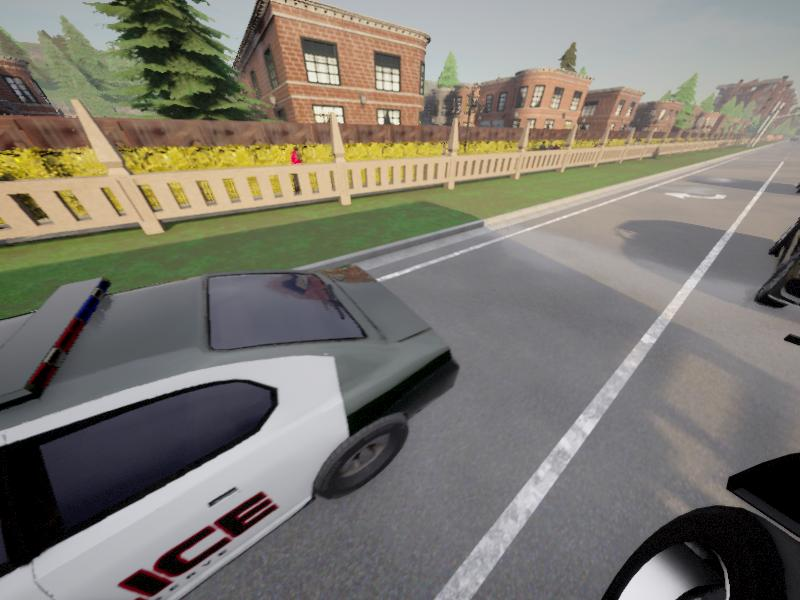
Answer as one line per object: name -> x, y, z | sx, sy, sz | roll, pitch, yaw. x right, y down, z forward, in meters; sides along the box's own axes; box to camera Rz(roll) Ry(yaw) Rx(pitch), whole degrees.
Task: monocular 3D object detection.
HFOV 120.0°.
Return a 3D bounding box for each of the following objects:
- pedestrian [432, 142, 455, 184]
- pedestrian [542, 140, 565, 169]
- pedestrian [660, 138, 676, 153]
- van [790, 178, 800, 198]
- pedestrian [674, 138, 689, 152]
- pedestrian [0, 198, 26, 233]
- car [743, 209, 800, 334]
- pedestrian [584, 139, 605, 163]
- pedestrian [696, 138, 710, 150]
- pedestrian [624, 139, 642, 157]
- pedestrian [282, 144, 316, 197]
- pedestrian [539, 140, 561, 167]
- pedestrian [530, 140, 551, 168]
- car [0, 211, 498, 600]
pedestrian -> 2.319, -7.418, 12.525 | 0.751, 1.860, 0.751 | -22, 41, -28
pedestrian -> 11.930, -11.305, 17.990 | 0.751, 1.860, 0.751 | -23, 41, -29
pedestrian -> 41.335, -23.805, 35.580 | 0.751, 1.860, 0.751 | -22, 41, -28
van -> 19.985, -5.810, 10.334 | 4.442, 1.987, 1.775 | -22, 41, -28
pedestrian -> 46.763, -25.828, 38.426 | 0.751, 1.860, 0.751 | -22, 41, -28
pedestrian -> -11.163, -2.670, 5.858 | 0.751, 1.860, 0.751 | -21, 40, -27
car -> 7.987, -0.772, 3.563 | 5.027, 1.651, 2.152 | -22, 41, -28
pedestrian -> 18.982, -14.571, 22.588 | 0.751, 1.860, 0.751 | -24, 41, -29
pedestrian -> 57.691, -29.806, 44.011 | 0.751, 1.860, 0.751 | -21, 40, -27
pedestrian -> 28.495, -18.629, 28.297 | 0.751, 1.860, 0.751 | -23, 41, -28
pedestrian -> -4.277, -5.502, 9.841 | 0.751, 1.860, 0.751 | -22, 41, -28
pedestrian -> 12.355, -12.067, 19.070 | 0.751, 1.860, 0.751 | -25, 42, -31
pedestrian -> 11.377, -11.836, 18.747 | 0.751, 1.860, 0.751 | 25, 43, 32
car -> -2.028, 0.883, 1.351 | 4.974, 1.542, 2.038 | -22, 41, -28
